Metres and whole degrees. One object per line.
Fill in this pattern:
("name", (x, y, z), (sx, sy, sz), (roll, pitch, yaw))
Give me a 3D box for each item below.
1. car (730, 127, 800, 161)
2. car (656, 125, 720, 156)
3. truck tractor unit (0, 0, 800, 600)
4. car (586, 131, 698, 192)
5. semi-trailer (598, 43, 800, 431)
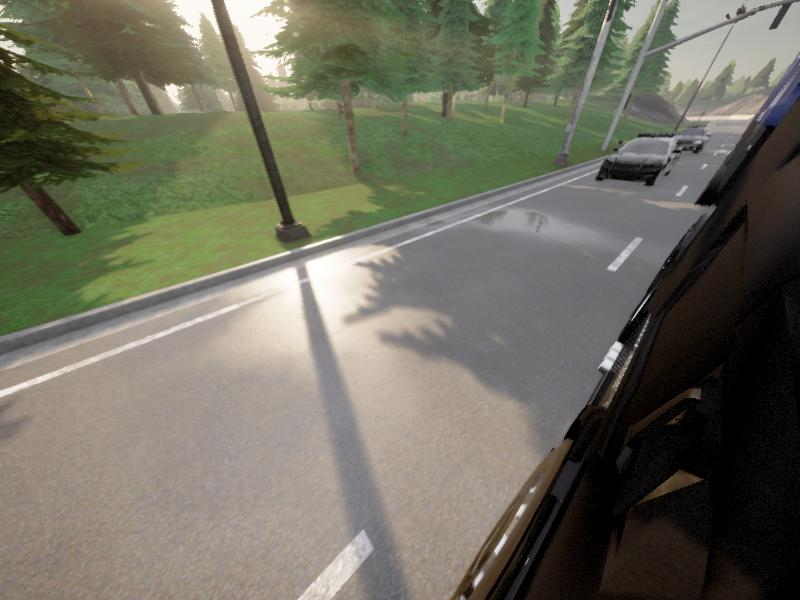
("car", (21.932, -9.363, 13.790), (4.181, 1.385, 1.994), (-28, 44, -30))
("car", (20.844, -11.599, 16.700), (4.974, 1.542, 2.038), (-28, 44, -30))
("truck tractor unit", (2.645, -0.295, 0.351), (6.516, 4.208, 3.053), (-28, 44, -30))
("car", (10.277, -6.032, 9.748), (5.238, 1.638, 1.930), (-28, 44, -30))
("semi-trailer", (8.699, -3.585, 4.254), (14.254, 4.402, 2.717), (-28, 44, -30))
